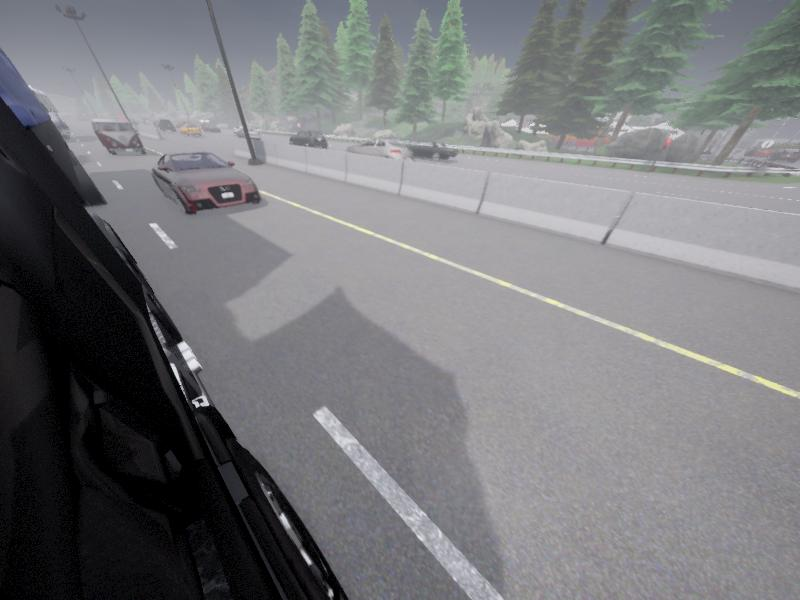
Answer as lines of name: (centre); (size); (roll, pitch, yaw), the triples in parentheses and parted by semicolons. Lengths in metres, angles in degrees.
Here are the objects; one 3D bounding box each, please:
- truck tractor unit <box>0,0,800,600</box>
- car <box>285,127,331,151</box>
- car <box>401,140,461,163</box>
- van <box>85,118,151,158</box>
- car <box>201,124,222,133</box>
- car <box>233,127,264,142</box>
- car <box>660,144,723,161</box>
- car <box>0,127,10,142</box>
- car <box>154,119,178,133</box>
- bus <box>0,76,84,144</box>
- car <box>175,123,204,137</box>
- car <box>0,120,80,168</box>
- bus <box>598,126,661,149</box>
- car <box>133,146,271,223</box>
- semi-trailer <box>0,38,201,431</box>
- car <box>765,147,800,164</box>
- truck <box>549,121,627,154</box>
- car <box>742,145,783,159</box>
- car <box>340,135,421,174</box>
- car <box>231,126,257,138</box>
truck tractor unit: (-2.645, -0.295, 0.352); (6.516, 4.208, 3.053); (28, 44, 30)
car: (-9.654, -16.900, 24.215); (4.553, 1.767, 2.097); (28, 44, 30)
car: (2.532, -12.874, 19.923); (4.718, 1.301, 1.895); (28, 44, 30)
van: (-19.244, -11.119, 15.784); (4.442, 1.987, 1.775); (29, 44, 30)
car: (-38.777, -35.176, 47.466); (4.718, 1.301, 1.895); (28, 44, 30)
car: (-20.879, -22.828, 31.788); (3.806, 1.475, 1.970); (28, 44, 30)
car: (38.993, -19.932, 31.181); (5.008, 1.535, 1.882); (26, 43, 29)
car: (-35.655, -14.087, 19.111); (2.242, 1.667, 4.611); (-27, 46, -34)
car: (-43.800, -32.613, 43.259); (3.866, 1.878, 1.905); (28, 44, 30)
bus: (-34.407, -17.243, 21.259); (3.944, 4.253, 10.273); (-25, 44, -34)
car: (-32.966, -26.638, 36.127); (5.366, 1.575, 1.801); (28, 44, 30)
car: (-19.451, -8.393, 12.286); (4.553, 1.767, 2.097); (28, 44, 30)
bus: (56.942, -40.762, 57.781); (10.273, 4.253, 3.944); (28, 44, 30)
car: (-6.296, -3.875, 7.332); (4.181, 1.385, 1.994); (28, 44, 30)
semi-trailer: (-8.678, -3.599, 4.275); (14.254, 4.402, 2.717); (28, 44, 30)
car: (52.639, -19.786, 31.531); (4.792, 1.488, 2.163); (-29, 47, -33)
truck: (29.514, -25.897, 36.731); (8.468, 3.827, 2.891); (28, 44, 31)
car: (59.574, -24.467, 38.082); (2.242, 1.667, 4.611); (28, 44, 30)
car: (-1.394, -9.610, 15.065); (5.027, 1.651, 2.152); (28, 44, 30)
car: (-26.538, -28.628, 39.262); (4.674, 1.442, 1.812); (28, 44, 30)
